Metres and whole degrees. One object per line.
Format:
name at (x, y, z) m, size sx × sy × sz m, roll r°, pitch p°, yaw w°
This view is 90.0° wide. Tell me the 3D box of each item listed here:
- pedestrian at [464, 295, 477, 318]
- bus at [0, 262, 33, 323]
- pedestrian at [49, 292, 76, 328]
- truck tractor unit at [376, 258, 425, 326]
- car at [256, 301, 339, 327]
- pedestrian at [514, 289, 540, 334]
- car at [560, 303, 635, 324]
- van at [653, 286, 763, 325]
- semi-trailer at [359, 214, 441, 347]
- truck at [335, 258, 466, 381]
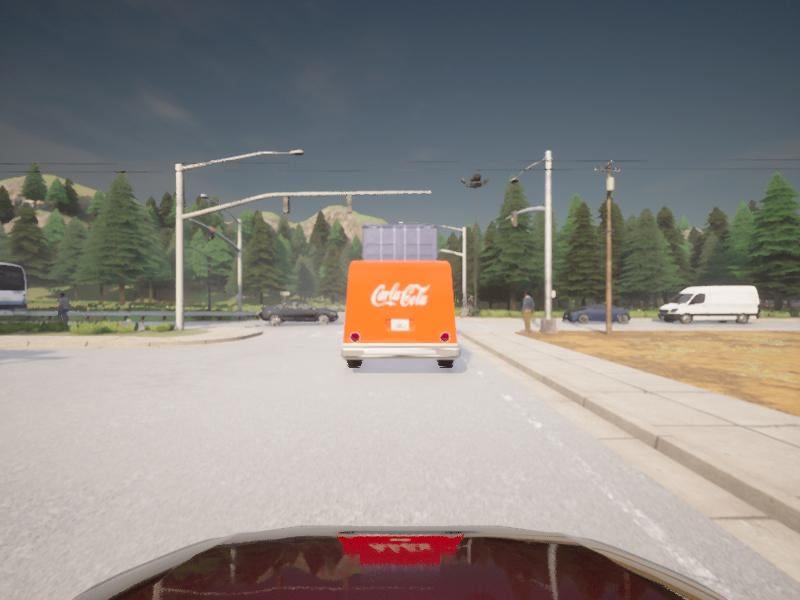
pedestrian at (5.696, 0.500, 32.311) m, size 0.751 × 1.860 × 0.751 m, roll 0°, pitch 0°, yaw 42°
bus at (-32.820, -0.515, 28.271) m, size 10.273 × 4.253 × 3.944 m, roll 0°, pitch 0°, yaw 1°
pedestrian at (-17.418, 0.506, 20.681) m, size 0.751 × 1.860 × 0.751 m, roll 0°, pitch 0°, yaw 6°
truck tractor unit at (0.001, -0.518, 28.203) m, size 3.053 × 4.208 × 6.516 m, roll 0°, pitch 0°, yaw 0°
car at (-6.398, 0.849, 25.421) m, size 4.902 × 1.511 × 2.128 m, roll 0°, pitch 0°, yaw -12°
pedestrian at (5.385, 0.484, 16.927) m, size 0.751 × 1.860 × 0.751 m, roll 0°, pitch 0°, yaw -19°
car at (13.469, 0.926, 27.543) m, size 4.181 × 1.385 × 1.994 m, roll 0°, pitch 0°, yaw 1°
van at (20.953, 0.342, 27.410) m, size 5.915 × 2.561 × 1.988 m, roll 0°, pitch 0°, yaw 1°
semi-trailer at (0.002, -0.620, 20.293) m, size 2.717 × 4.402 × 14.254 m, roll 0°, pitch 0°, yaw 0°
truck at (0.003, 0.363, 10.642) m, size 2.627 × 2.467 × 5.204 m, roll 0°, pitch 1°, yaw 0°
